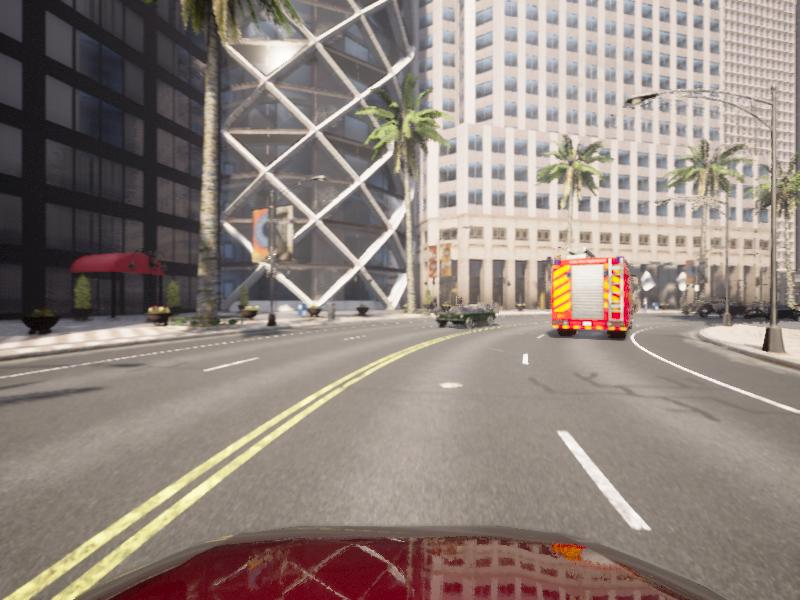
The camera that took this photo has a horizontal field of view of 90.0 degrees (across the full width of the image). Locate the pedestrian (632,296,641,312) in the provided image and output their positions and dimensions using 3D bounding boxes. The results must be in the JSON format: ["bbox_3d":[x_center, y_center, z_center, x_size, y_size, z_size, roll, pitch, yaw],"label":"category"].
[{"bbox_3d":[29.047,0.502,49.099,0.751,1.860,0.751,0,0,19],"label":"pedestrian"}]

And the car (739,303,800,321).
[{"bbox_3d":[30.005,0.931,32.244,4.181,1.385,1.994,0,0,-14],"label":"car"}]

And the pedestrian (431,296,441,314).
[{"bbox_3d":[3.690,0.477,41.032,0.751,1.860,0.751,0,0,-42],"label":"pedestrian"}]

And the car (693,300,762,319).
[{"bbox_3d":[29.340,0.802,35.912,5.027,1.651,2.152,0,0,-13],"label":"car"}]

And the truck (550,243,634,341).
[{"bbox_3d":[9.880,-0.316,19.972,2.891,3.827,8.468,0,0,32],"label":"truck"}]

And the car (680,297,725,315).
[{"bbox_3d":[33.237,0.669,43.984,3.866,1.878,1.905,0,0,-13],"label":"car"}]

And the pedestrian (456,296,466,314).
[{"bbox_3d":[6.282,0.480,41.188,0.751,1.860,0.751,0,0,-29],"label":"pedestrian"}]

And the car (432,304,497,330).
[{"bbox_3d":[3.926,0.941,23.500,1.895,1.301,4.718,0,0,35],"label":"car"}]
